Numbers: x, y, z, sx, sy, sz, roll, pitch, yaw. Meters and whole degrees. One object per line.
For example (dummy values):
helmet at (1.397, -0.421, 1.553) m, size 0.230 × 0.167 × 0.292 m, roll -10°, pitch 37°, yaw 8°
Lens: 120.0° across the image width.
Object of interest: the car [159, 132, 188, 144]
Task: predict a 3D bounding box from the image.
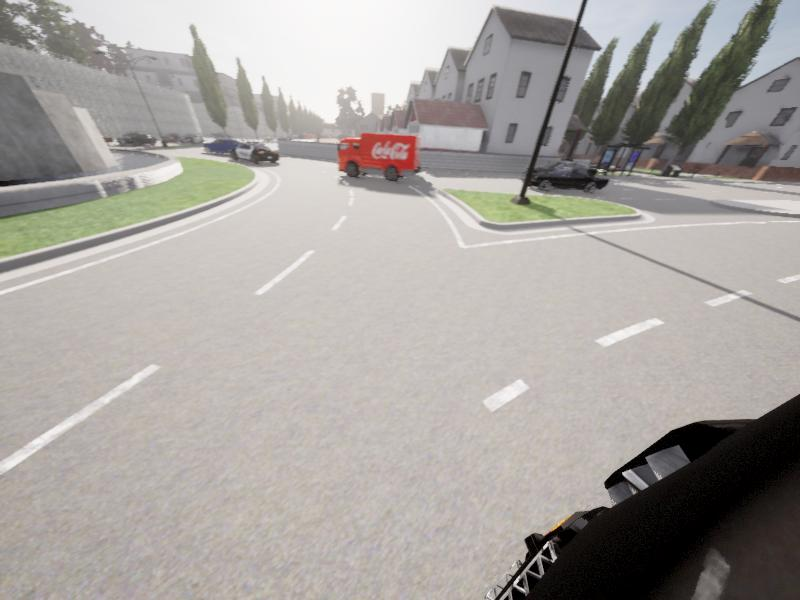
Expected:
car at (-39.375, -28.291, 40.298) m, size 1.845 × 1.501 × 3.633 m, roll -3°, pitch 35°, yaw -9°

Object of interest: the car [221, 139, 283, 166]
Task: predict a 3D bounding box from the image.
car at (-12.892, -12.895, 20.136) m, size 4.974 × 1.542 × 2.038 m, roll 22°, pitch 39°, yaw 24°

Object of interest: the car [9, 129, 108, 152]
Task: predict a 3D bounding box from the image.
car at (-30.924, -14.572, 21.147) m, size 4.674 × 1.442 × 1.812 m, roll -9°, pitch 36°, yaw -16°

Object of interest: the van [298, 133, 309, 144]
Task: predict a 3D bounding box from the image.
van at (-31.032, -51.966, 74.238) m, size 1.988 × 2.561 × 5.915 m, roll -3°, pitch 35°, yaw -9°

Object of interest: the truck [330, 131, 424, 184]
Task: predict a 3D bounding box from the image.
truck at (-1.357, -9.237, 14.915) m, size 5.204 × 2.467 × 2.627 m, roll 9°, pitch 35°, yaw 10°

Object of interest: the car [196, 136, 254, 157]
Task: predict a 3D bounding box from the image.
car at (-18.890, -16.649, 25.068) m, size 5.008 × 1.535 × 1.882 m, roll 11°, pitch 35°, yaw 11°

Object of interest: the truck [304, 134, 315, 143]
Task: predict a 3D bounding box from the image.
truck at (-33.282, -59.687, 85.315) m, size 2.627 × 2.467 × 5.204 m, roll -3°, pitch 35°, yaw -9°

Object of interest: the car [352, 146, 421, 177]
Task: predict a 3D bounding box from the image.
car at (-0.988, -10.824, 18.001) m, size 4.856 × 1.649 × 2.033 m, roll 10°, pitch 36°, yaw 10°

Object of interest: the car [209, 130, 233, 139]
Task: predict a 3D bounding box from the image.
car at (-53.350, -49.325, 68.994) m, size 5.238 × 1.638 × 1.930 m, roll 1°, pitch 34°, yaw -10°

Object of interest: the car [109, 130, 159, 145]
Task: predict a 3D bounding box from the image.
car at (-38.013, -23.368, 33.264) m, size 2.038 × 1.542 × 4.974 m, roll -3°, pitch 35°, yaw -9°

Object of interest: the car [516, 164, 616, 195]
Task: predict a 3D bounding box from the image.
car at (10.293, -7.642, 14.600) m, size 4.718 × 1.301 × 1.895 m, roll 1°, pitch 35°, yaw -3°

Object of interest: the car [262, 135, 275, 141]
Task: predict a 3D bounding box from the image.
car at (-42.990, -52.977, 75.625) m, size 1.801 × 1.575 × 5.366 m, roll -3°, pitch 35°, yaw -9°

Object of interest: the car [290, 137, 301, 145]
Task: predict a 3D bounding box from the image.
car at (-28.878, -43.939, 63.794) m, size 1.816 × 1.474 × 4.193 m, roll -3°, pitch 35°, yaw -9°

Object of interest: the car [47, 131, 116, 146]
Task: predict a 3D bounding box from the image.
car at (-37.083, -18.969, 27.156) m, size 1.895 × 1.301 × 4.718 m, roll 1°, pitch 35°, yaw -3°

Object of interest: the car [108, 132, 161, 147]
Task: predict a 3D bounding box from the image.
car at (-33.870, -20.629, 29.700) m, size 1.812 × 1.442 × 4.674 m, roll -2°, pitch 35°, yaw -8°

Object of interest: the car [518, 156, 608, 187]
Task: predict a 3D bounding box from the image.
car at (12.115, -9.712, 17.449) m, size 5.238 × 1.638 × 1.930 m, roll -1°, pitch 35°, yaw -6°

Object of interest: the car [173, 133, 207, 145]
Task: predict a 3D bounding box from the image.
car at (-35.629, -27.456, 39.392) m, size 2.038 × 1.542 × 4.974 m, roll -3°, pitch 35°, yaw -9°
